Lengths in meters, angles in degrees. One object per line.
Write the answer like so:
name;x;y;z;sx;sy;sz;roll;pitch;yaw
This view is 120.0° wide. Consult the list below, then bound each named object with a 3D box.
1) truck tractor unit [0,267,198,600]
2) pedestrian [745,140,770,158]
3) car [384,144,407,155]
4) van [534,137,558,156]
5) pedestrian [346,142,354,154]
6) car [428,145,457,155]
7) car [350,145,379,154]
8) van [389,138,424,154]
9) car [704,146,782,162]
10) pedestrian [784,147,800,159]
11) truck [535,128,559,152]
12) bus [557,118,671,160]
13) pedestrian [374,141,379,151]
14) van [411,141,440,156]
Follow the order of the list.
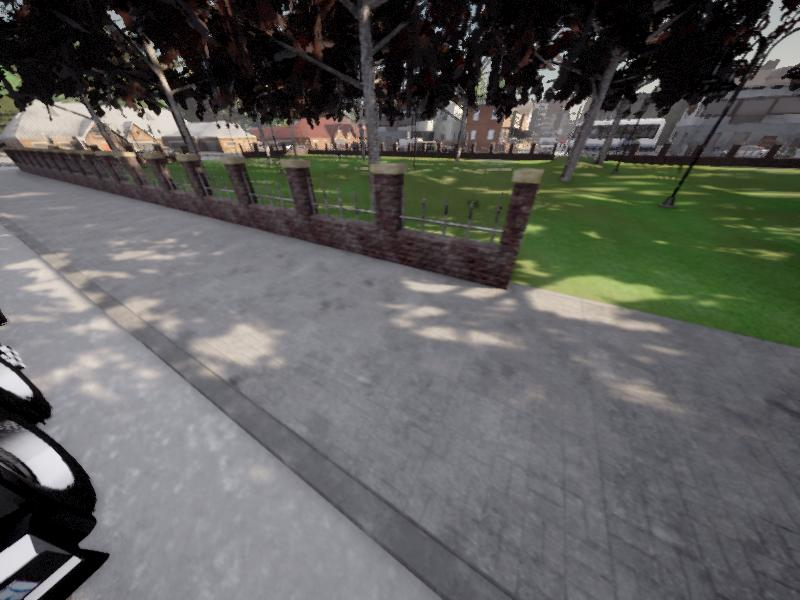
truck tractor unit;-5.120;-0.291;0.772;6.516;4.208;3.053;18;39;24
pedestrian;45.101;-19.095;29.144;0.751;1.860;0.751;24;41;30
car;-0.824;-27.484;42.156;3.633;1.501;1.845;17;38;23
van;23.920;-25.396;38.130;2.351;2.431;6.366;13;37;19
pedestrian;-8.828;-26.841;40.797;0.751;1.860;0.751;18;39;24
car;7.596;-27.187;41.852;4.718;1.301;1.895;20;40;26
car;-6.940;-29.546;45.296;5.357;1.411;2.033;19;39;25
van;1.216;-29.924;44.855;6.366;2.431;2.351;18;39;24
car;39.834;-17.197;27.057;4.674;1.442;1.812;18;39;24
pedestrian;46.934;-17.583;27.619;0.500;1.100;0.500;20;40;27
truck;31.257;-33.819;48.937;2.891;3.827;8.468;18;39;24
bus;28.635;-22.154;31.842;10.273;4.253;3.944;24;43;30
pedestrian;-5.210;-34.582;51.866;0.751;1.860;0.751;28;44;34
van;4.362;-25.966;39.525;4.442;1.987;1.775;16;38;23
